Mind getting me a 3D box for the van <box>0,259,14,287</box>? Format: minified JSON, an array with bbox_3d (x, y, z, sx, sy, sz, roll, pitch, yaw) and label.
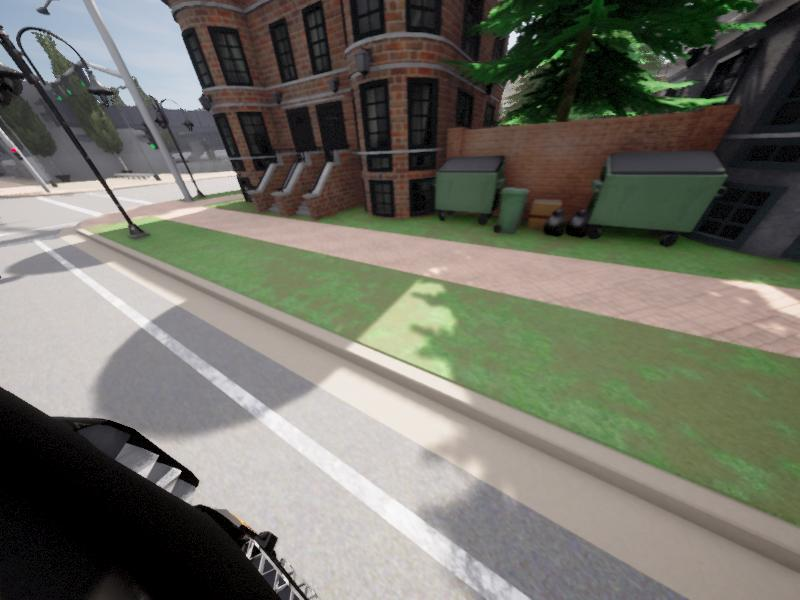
[{"bbox_3d":[-11.128,-1.312,5.029,4.442,1.987,1.775,16,38,26],"label":"van"}]
